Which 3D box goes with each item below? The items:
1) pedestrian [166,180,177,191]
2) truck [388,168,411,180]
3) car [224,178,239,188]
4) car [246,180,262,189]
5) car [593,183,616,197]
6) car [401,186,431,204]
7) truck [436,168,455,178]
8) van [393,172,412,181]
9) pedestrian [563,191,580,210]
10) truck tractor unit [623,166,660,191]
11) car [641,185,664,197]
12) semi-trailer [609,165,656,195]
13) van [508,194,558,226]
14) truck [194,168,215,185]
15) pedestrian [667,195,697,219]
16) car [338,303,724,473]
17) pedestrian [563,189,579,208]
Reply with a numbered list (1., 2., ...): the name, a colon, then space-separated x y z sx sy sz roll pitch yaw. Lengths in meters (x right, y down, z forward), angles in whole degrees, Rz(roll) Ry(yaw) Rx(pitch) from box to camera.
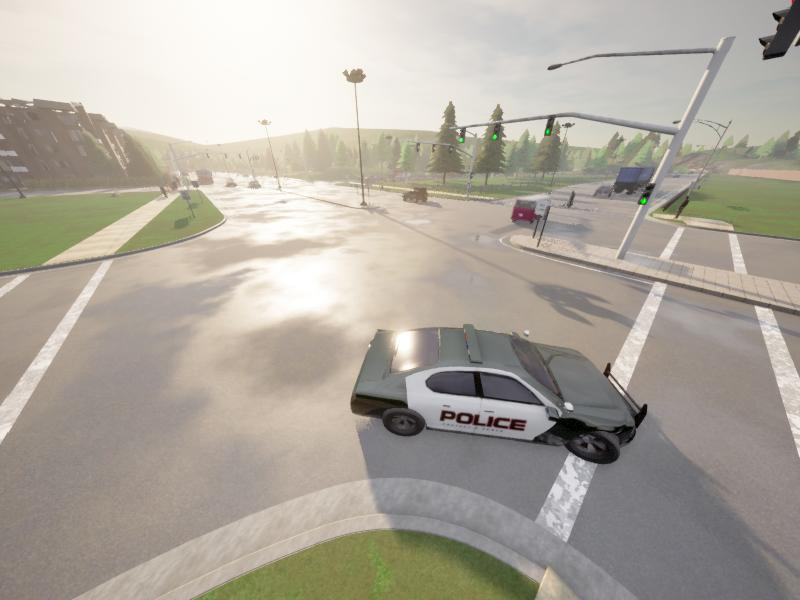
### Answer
1. pedestrian: -43.102 -21.609 43.580 0.751 1.860 0.751 -19 35 -29
2. truck: -0.219 -46.043 84.288 8.468 3.827 2.891 -23 37 -34
3. car: -39.684 -27.566 54.241 1.905 1.878 3.866 -22 37 -34
4. car: -32.588 -25.867 51.664 1.837 1.490 4.892 -22 37 -34
5. car: 34.517 -18.579 38.930 2.152 1.651 5.027 23 38 34
6. car: 2.052 -14.129 30.947 1.905 1.878 3.866 -22 37 -34
7. truck: 19.568 -54.350 98.679 8.468 3.827 2.891 -23 37 -34
8. van: 0.917 -43.626 81.502 6.366 2.431 2.351 -23 37 -34
9. pedestrian: 19.012 -11.044 25.596 0.751 1.860 0.751 -21 36 -32
10. truck tractor unit: 48.934 -24.637 46.811 6.516 4.208 3.053 -23 37 -34
11. car: 42.442 -18.399 38.789 4.674 1.442 1.812 -23 37 -34
12. semi-trailer: 42.894 -22.165 42.336 14.254 4.402 2.717 -23 37 -34
13. van: 11.578 -7.882 20.027 4.442 1.987 1.775 -23 37 -34
14. truck: -54.763 -34.752 64.725 2.891 3.827 8.468 -23 37 -34
15. pedestrian: 24.624 -8.105 20.191 0.751 1.860 0.751 -3 30 -5
16. car: 1.685 1.404 4.403 4.974 1.542 2.038 4 30 6
17. pedestrian: 19.993 -11.886 27.046 0.751 1.860 0.751 -24 37 -35
